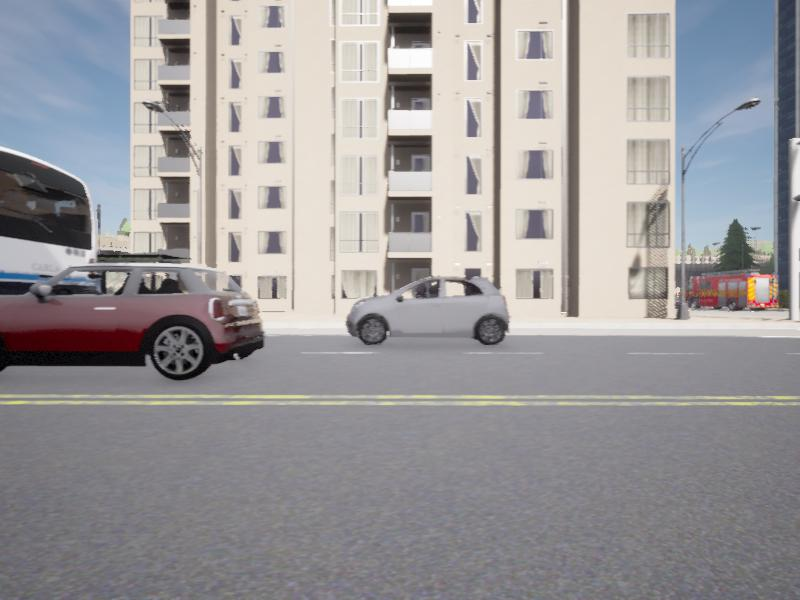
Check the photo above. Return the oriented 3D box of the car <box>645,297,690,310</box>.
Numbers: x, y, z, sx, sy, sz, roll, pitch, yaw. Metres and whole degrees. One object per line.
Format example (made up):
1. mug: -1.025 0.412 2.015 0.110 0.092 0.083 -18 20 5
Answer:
1. car: 29.324 0.389 44.060 1.895 1.301 4.718 0 0 1

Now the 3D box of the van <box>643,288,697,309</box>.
1. van: 32.877 -0.171 49.040 2.351 2.431 6.366 0 0 1

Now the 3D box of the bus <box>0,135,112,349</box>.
1. bus: -13.087 -1.157 9.083 10.273 4.253 3.944 0 0 0

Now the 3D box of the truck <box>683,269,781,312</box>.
1. truck: 32.791 -0.871 40.188 2.891 3.827 8.468 0 0 1

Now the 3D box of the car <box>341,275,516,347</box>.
1. car: 0.587 0.225 9.220 3.633 1.501 1.845 0 0 0

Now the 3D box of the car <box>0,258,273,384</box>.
1. car: -4.029 0.245 5.700 3.806 1.475 1.970 0 0 0
